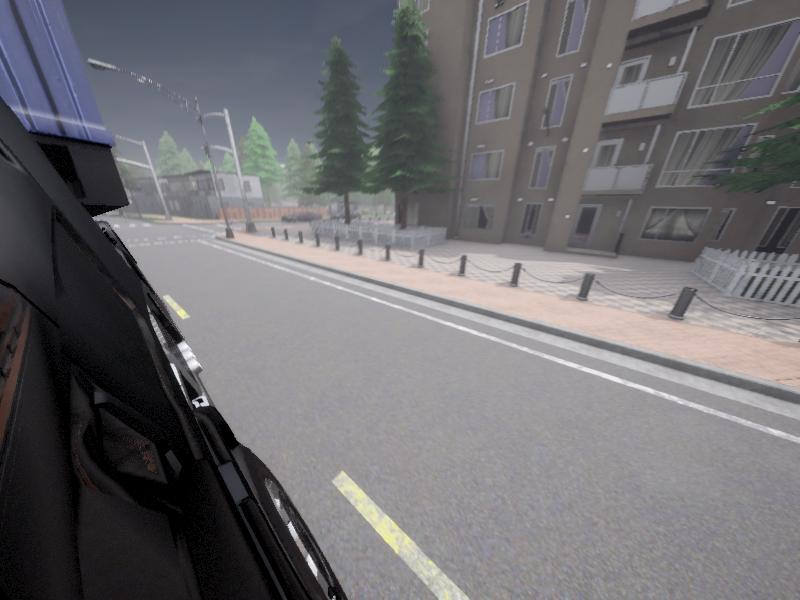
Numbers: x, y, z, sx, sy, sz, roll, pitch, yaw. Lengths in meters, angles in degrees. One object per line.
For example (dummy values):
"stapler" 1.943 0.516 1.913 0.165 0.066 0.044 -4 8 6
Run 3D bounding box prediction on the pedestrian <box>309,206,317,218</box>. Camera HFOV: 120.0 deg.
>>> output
"pedestrian" -14.445 -14.652 38.413 0.751 1.860 0.751 18 28 35

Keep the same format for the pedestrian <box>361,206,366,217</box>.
"pedestrian" -7.348 -17.771 46.381 0.751 1.860 0.751 17 27 33

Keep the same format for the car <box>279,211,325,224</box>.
"car" -13.055 -11.202 31.145 2.033 1.411 5.357 18 28 36

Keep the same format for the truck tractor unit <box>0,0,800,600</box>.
"truck tractor unit" -2.645 -0.295 0.352 6.516 4.208 3.053 28 44 30

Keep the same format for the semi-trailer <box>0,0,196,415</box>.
"semi-trailer" -9.262 -2.142 4.668 14.254 4.402 2.717 9 20 31

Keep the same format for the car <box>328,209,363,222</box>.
"car" -8.451 -13.360 36.341 2.152 1.651 5.027 18 28 35

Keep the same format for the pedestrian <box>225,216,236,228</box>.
"pedestrian" -16.421 -7.566 22.426 0.500 1.100 0.500 14 26 29
